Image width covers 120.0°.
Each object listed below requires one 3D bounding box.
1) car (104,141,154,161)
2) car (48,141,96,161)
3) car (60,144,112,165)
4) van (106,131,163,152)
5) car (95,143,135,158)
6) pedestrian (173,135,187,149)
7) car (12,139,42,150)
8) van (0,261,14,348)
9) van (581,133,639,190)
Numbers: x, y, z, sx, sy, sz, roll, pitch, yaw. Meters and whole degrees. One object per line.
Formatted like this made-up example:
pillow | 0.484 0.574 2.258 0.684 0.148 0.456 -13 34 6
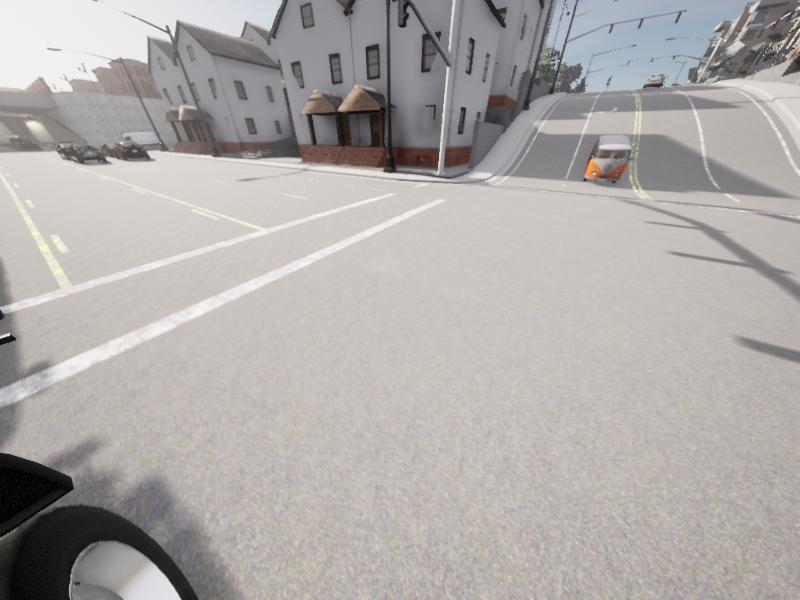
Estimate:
car | -29.966 -16.505 25.554 4.611 1.667 2.242 22 40 27
car | -36.484 -16.622 25.694 5.238 1.638 1.930 20 40 26
car | -30.609 -14.263 22.504 4.514 1.525 2.007 21 40 27
van | -47.277 -28.471 41.409 1.988 2.561 5.915 23 45 27
car | -35.500 -18.670 28.770 4.674 1.442 1.812 21 40 26
pedestrian | -36.305 -26.058 38.070 0.751 1.860 0.751 10 36 13
car | -69.212 -28.927 42.882 4.974 1.542 2.038 20 40 26
van | -8.127 -0.965 2.995 5.915 2.561 1.988 21 40 27
van | 12.779 -8.645 14.199 1.775 1.987 4.442 21 49 26
